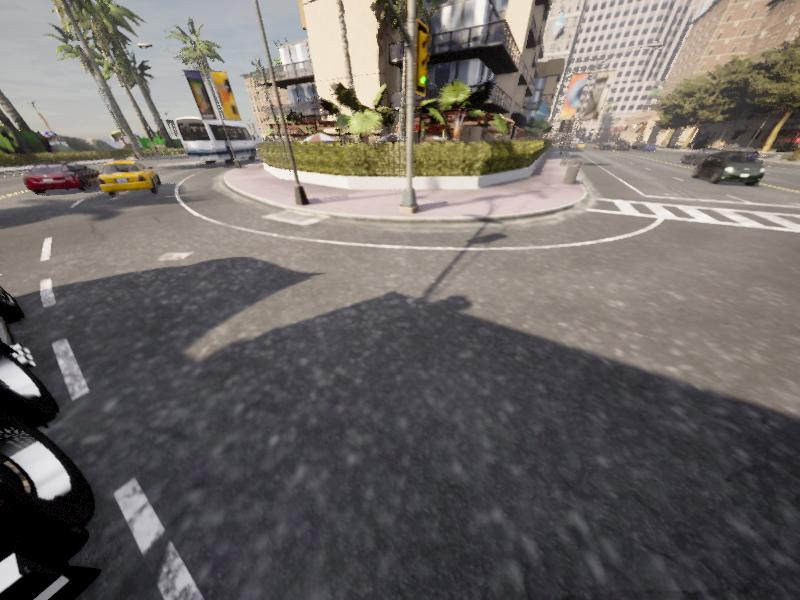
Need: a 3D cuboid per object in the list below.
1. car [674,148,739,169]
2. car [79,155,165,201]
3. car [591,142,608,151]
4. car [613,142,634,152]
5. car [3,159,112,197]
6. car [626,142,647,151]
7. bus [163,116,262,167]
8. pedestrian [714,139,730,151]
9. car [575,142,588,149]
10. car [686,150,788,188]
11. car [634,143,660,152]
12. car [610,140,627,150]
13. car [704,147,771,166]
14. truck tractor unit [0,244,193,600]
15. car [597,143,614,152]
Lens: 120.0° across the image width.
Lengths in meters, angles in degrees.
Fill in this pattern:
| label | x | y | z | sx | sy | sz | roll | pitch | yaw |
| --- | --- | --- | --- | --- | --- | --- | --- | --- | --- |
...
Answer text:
| label | x | y | z | sx | sy | sz | roll | pitch | yaw |
| --- | --- | --- | --- | --- | --- | --- | --- | --- | --- |
| car | 30.052 | -14.141 | 22.907 | 2.033 | 1.411 | 5.357 | 17 | 39 | 24 |
| car | -14.580 | -6.783 | 12.510 | 1.801 | 1.575 | 5.366 | -23 | 41 | -29 |
| car | 49.124 | -37.865 | 56.957 | 2.152 | 1.651 | 5.027 | 17 | 39 | 24 |
| car | 48.836 | -33.589 | 50.550 | 2.033 | 1.649 | 4.856 | 17 | 39 | 24 |
| car | -19.170 | -7.161 | 13.278 | 1.994 | 1.385 | 4.181 | -20 | 39 | -26 |
| car | 55.142 | -35.909 | 53.966 | 2.163 | 1.488 | 4.792 | 17 | 38 | 23 |
| bus | -21.656 | -19.247 | 28.171 | 3.944 | 4.253 | 10.273 | -4 | 35 | -4 |
| pedestrian | 60.472 | -29.045 | 43.400 | 0.751 | 1.860 | 0.751 | -1 | 35 | -1 |
| car | 48.178 | -41.085 | 61.421 | 1.801 | 1.575 | 5.366 | 17 | 39 | 24 |
| car | 20.121 | -8.117 | 14.127 | 1.851 | 1.617 | 3.988 | 17 | 39 | 24 |
| car | 51.193 | -31.675 | 47.966 | 2.033 | 1.411 | 5.357 | 15 | 38 | 21 |
| car | 51.925 | -36.871 | 55.018 | 1.905 | 1.878 | 3.866 | 17 | 39 | 24 |
| car | 34.926 | -15.090 | 24.156 | 2.163 | 1.488 | 4.792 | 17 | 39 | 24 |
| truck tractor unit | -5.077 | -0.333 | 0.828 | 6.516 | 4.208 | 3.053 | 20 | 40 | 26 |
| car | 44.445 | -33.070 | 50.045 | 1.994 | 1.385 | 4.181 | 17 | 39 | 24 |
